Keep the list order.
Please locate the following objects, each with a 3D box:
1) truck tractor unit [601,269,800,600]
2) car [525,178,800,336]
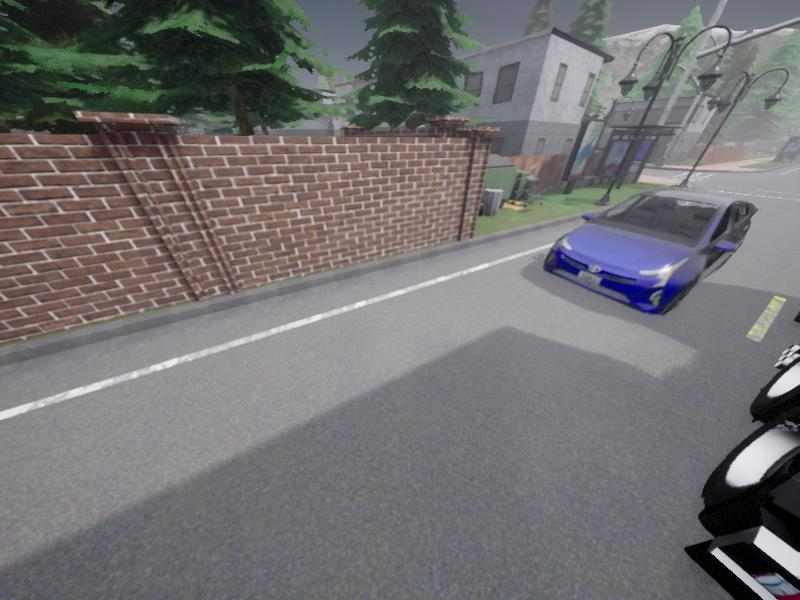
[{"bbox_3d":[5.116,-0.297,0.764,6.516,4.208,3.053,-18,39,-24],"label":"truck tractor unit"},{"bbox_3d":[5.006,-1.242,4.489,4.514,1.525,2.007,-18,39,-24],"label":"car"}]
